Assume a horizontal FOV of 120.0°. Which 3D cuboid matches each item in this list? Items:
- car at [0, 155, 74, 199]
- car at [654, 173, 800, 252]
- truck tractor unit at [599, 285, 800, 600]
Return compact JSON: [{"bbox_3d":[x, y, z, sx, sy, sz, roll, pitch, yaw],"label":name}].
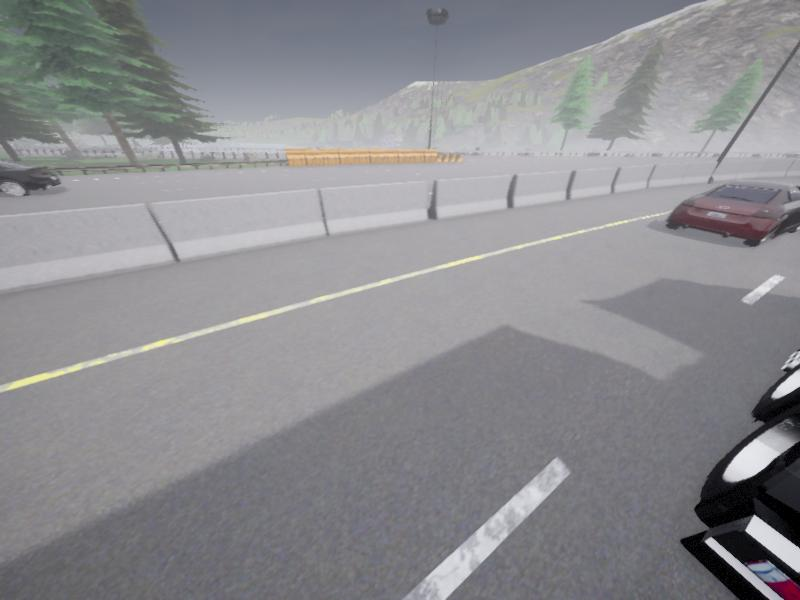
[{"bbox_3d":[-18.851,-5.301,10.030,5.008,1.535,1.882,-19,39,-26],"label":"car"},{"bbox_3d":[10.366,-2.795,6.906,4.181,1.385,1.994,-14,38,-20],"label":"car"},{"bbox_3d":[5.146,-0.264,0.736,6.516,4.208,3.053,-17,38,-23],"label":"truck tractor unit"}]
